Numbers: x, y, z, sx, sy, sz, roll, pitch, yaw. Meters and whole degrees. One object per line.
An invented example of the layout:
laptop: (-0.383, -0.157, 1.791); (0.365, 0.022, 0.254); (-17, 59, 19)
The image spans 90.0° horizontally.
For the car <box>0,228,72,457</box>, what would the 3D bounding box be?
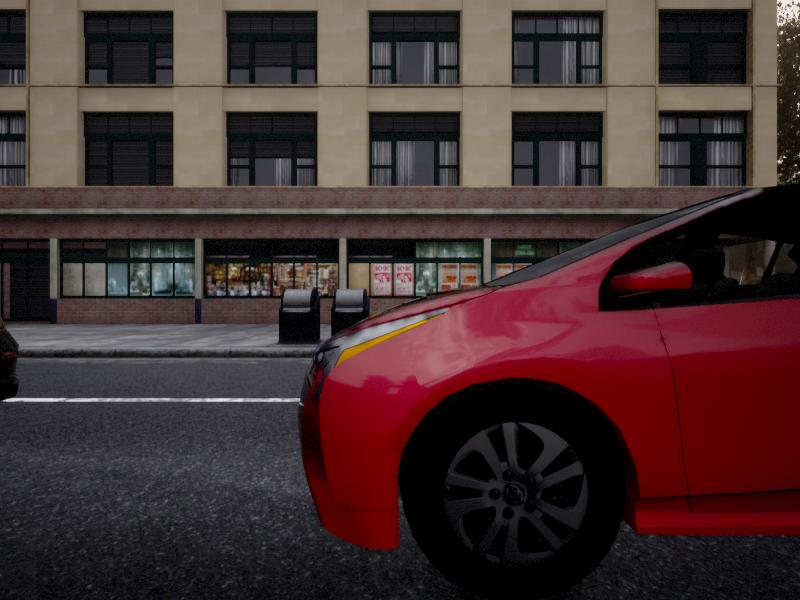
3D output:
car: (-4.859, 0.270, 2.172); (4.674, 1.442, 1.812); (0, 0, 0)

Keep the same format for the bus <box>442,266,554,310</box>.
bus: (9.592, -1.135, 40.268); (10.273, 4.253, 3.944); (0, 0, 0)

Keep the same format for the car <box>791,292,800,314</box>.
car: (29.894, 0.201, 26.977); (1.801, 1.575, 5.366); (0, 0, -1)

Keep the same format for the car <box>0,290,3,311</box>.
car: (-35.536, 0.052, 32.512); (1.932, 1.855, 4.605); (0, 0, 0)

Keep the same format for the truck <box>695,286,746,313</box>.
truck: (27.558, -0.058, 34.637); (2.390, 2.098, 6.274); (-1, 0, 29)

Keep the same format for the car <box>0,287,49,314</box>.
car: (-28.563, 0.053, 29.130); (1.932, 1.855, 4.605); (0, 0, 0)

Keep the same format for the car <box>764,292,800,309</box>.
car: (42.435, 0.044, 43.540); (3.866, 1.878, 1.905); (0, 0, -1)

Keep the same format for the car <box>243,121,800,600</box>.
car: (1.791, 0.228, 2.195); (4.514, 1.525, 2.007); (0, 0, 0)
